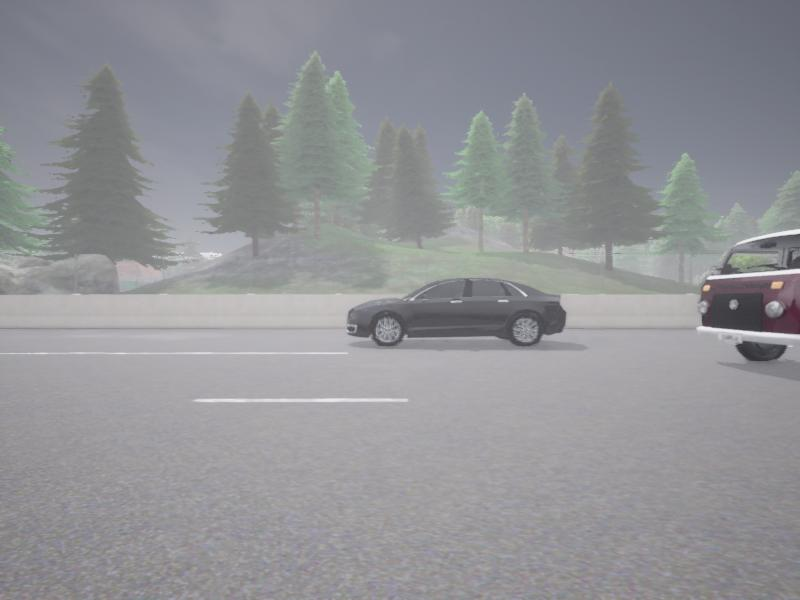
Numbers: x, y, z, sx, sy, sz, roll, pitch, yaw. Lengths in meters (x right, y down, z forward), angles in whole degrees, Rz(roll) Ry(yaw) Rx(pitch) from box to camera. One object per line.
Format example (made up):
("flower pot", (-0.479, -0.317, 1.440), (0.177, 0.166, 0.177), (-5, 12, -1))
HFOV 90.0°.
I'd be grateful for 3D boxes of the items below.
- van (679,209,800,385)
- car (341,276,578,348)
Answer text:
("van", (6.891, -0.030, 5.609), (4.480, 2.038, 2.069), (0, 0, 1))
("car", (1.227, 0.244, 9.188), (4.892, 1.490, 1.837), (0, 0, 0))
